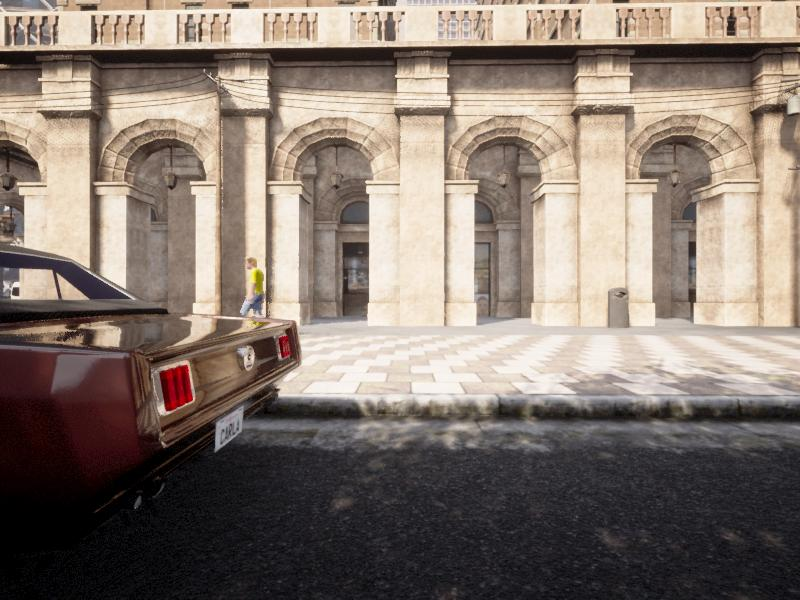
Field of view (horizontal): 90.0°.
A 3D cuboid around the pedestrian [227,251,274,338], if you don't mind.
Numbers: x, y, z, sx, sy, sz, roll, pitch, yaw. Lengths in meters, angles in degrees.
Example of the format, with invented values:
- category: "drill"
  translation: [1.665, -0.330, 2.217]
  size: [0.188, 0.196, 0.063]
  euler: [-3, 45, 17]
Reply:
- category: "pedestrian"
  translation: [-3.323, -0.115, 8.949]
  size: [0.751, 1.860, 0.751]
  euler: [0, 0, 2]

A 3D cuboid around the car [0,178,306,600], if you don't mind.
- category: "car"
  translation: [-3.058, 0.338, 2.008]
  size: [4.718, 1.301, 1.895]
  euler: [0, 0, 1]

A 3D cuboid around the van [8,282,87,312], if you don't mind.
- category: "van"
  translation: [-32.401, -0.278, 37.096]
  size: [1.988, 2.561, 5.915]
  euler: [0, 0, 1]

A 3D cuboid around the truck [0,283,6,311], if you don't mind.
- category: "truck"
  translation: [-36.013, -0.243, 32.580]
  size: [2.627, 2.467, 5.204]
  euler: [0, 0, 1]
